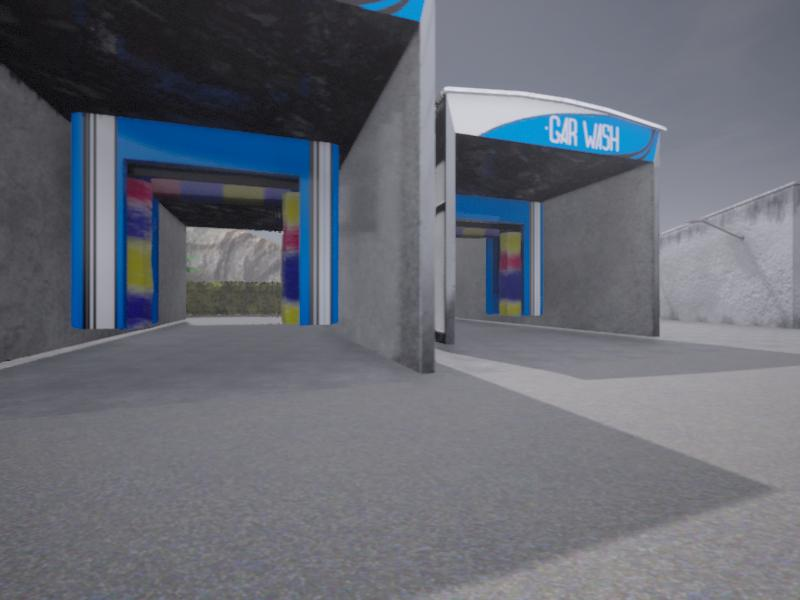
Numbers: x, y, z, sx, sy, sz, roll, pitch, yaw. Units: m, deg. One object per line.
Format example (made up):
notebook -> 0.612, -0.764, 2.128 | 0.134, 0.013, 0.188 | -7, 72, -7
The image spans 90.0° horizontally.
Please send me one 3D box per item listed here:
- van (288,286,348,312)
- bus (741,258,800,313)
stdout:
van -> -6.591, -0.035, 32.523 | 4.480, 2.038, 2.069 | 0, 0, -3
bus -> 34.841, -1.100, 32.846 | 10.273, 4.253, 3.944 | 0, 0, 0
